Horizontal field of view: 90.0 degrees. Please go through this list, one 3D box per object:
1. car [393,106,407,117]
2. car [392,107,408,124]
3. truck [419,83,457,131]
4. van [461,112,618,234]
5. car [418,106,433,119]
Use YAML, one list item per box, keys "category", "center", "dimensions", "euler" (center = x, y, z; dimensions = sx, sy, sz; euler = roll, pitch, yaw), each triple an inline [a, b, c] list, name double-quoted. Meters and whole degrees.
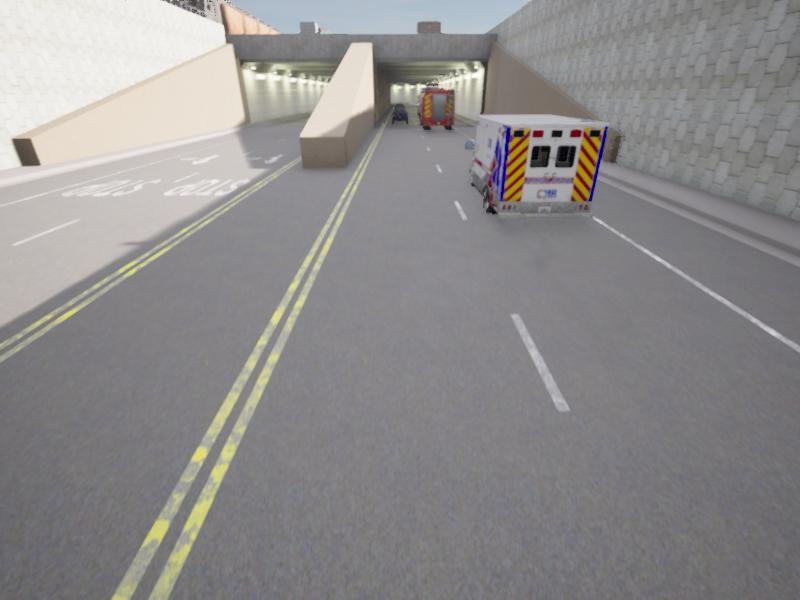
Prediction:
- category: "car"
  center: [0.019, -28.153, 59.672]
  dimensions: [2.033, 1.411, 5.357]
  euler: [0, 27, 0]
- category: "car"
  center: [0.013, -21.924, 47.433]
  dimensions: [1.882, 1.535, 5.008]
  euler: [0, 27, 0]
- category: "truck"
  center: [3.511, -19.085, 39.400]
  dimensions: [2.891, 3.827, 8.468]
  euler: [0, 27, 0]
- category: "van"
  center: [3.501, -4.144, 11.946]
  dimensions: [2.351, 2.431, 6.366]
  euler: [0, 27, 0]
- category: "car"
  center: [3.516, -25.912, 55.241]
  dimensions: [1.812, 1.442, 4.674]
  euler: [0, 27, 0]
